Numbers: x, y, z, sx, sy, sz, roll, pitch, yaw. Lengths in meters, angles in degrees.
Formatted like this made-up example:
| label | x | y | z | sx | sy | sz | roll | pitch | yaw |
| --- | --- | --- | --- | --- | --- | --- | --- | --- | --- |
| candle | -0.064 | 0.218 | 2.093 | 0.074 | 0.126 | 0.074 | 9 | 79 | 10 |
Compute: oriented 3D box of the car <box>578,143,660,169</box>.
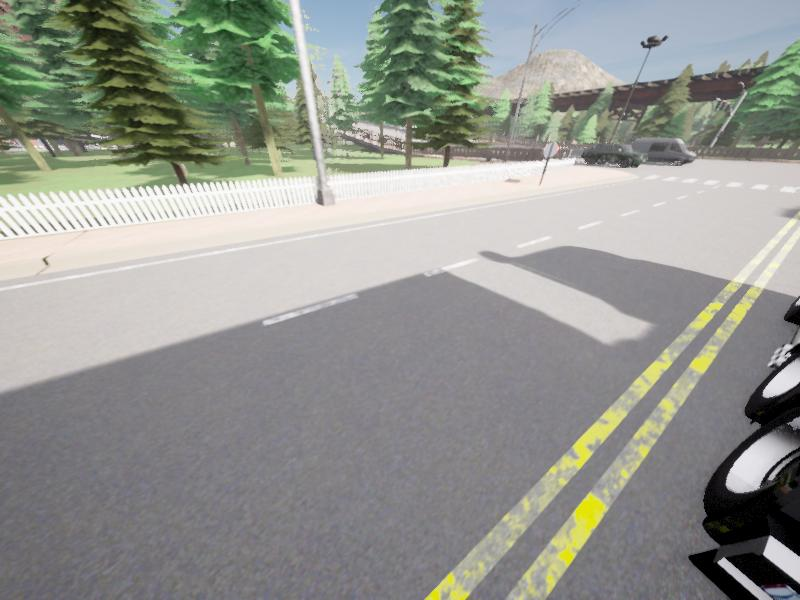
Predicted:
| label | x | y | z | sx | sy | sz | roll | pitch | yaw |
| --- | --- | --- | --- | --- | --- | --- | --- | --- | --- |
| car | 22.560 | -15.164 | 24.203 | 2.150 | 2.045 | 5.566 | -12 | 37 | -18 |

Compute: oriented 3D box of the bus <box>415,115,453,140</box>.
| label | x | y | z | sx | sy | sz | roll | pitch | yaw |
| --- | --- | --- | --- | --- | --- | --- | --- | --- | --- |
| bus | 8.724 | -46.179 | 61.746 | 3.944 | 4.253 | 10.273 | -20 | 47 | -26 |

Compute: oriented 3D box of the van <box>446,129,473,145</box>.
| label | x | y | z | sx | sy | sz | roll | pitch | yaw |
| --- | --- | --- | --- | --- | --- | --- | --- | --- | --- |
| van | 14.303 | -39.467 | 55.986 | 2.351 | 2.431 | 6.366 | -20 | 46 | -26 |

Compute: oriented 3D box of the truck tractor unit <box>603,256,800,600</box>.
| label | x | y | z | sx | sy | sz | roll | pitch | yaw |
| --- | --- | --- | --- | --- | --- | --- | --- | --- | --- |
| truck tractor unit | 5.099 | -0.311 | 0.805 | 6.516 | 4.208 | 3.053 | -19 | 39 | -25 |

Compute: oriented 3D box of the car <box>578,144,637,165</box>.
| label | x | y | z | sx | sy | sz | roll | pitch | yaw |
| --- | --- | --- | --- | --- | --- | --- | --- | --- | --- |
| car | 24.702 | -17.497 | 27.715 | 1.932 | 1.855 | 4.605 | -20 | 40 | -26 |

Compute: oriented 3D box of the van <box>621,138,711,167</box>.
| label | x | y | z | sx | sy | sz | roll | pitch | yaw |
| --- | --- | --- | --- | --- | --- | --- | --- | --- | --- |
| van | 29.832 | -16.885 | 26.303 | 1.988 | 2.561 | 5.915 | -20 | 39 | -27 |
